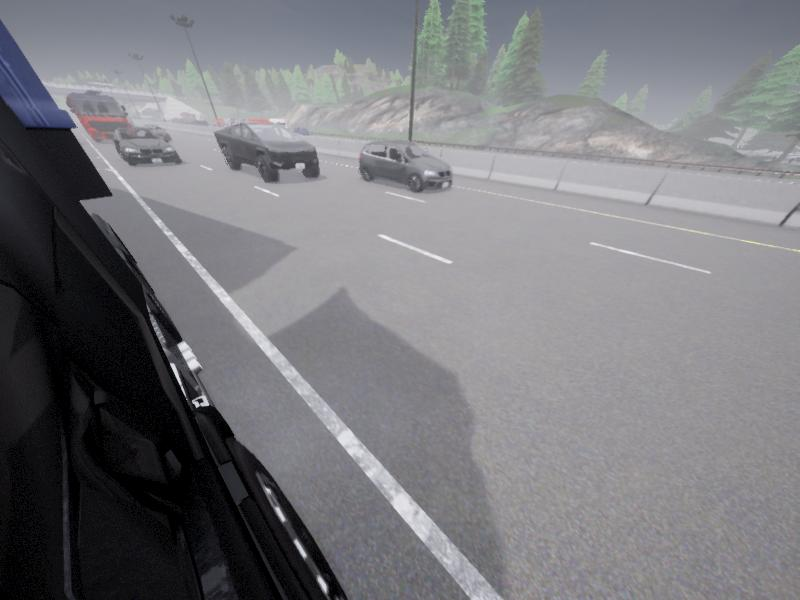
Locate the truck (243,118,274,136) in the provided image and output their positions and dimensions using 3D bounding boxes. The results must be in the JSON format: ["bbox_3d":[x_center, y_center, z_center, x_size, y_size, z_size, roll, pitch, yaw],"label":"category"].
[{"bbox_3d":[-26.797,-32.684,43.656,5.204,2.467,2.627,29,44,31],"label":"truck"}]

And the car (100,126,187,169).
[{"bbox_3d":[-14.413,-8.660,12.970,4.611,1.667,2.242,29,44,31],"label":"car"}]

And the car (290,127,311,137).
[{"bbox_3d":[-20.312,-34.259,46.963,4.193,1.474,1.816,29,44,31],"label":"car"}]

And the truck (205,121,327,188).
[{"bbox_3d":[-6.543,-7.245,11.185,6.274,2.098,2.390,29,44,31],"label":"truck"}]

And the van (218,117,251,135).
[{"bbox_3d":[-30.354,-31.855,42.371,6.366,2.431,2.351,29,44,31],"label":"van"}]

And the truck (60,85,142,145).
[{"bbox_3d":[-28.507,-17.397,22.011,8.468,3.827,2.891,29,44,31],"label":"truck"}]

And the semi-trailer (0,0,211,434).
[{"bbox_3d":[-9.353,-3.045,3.464,14.254,4.402,2.717,20,40,22],"label":"semi-trailer"}]

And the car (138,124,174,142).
[{"bbox_3d":[-26.817,-18.365,25.363,4.193,1.474,1.816,30,45,32],"label":"car"}]

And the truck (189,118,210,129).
[{"bbox_3d":[-54.423,-47.942,62.710,6.274,2.098,2.390,29,44,31],"label":"truck"}]

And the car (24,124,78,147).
[{"bbox_3d":[-28.356,-13.482,18.904,4.718,1.301,1.895,29,44,31],"label":"car"}]

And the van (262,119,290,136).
[{"bbox_3d":[-24.698,-34.346,45.935,5.915,2.561,1.988,29,44,31],"label":"van"}]

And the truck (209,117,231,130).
[{"bbox_3d":[-48.475,-47.576,62.261,5.204,2.467,2.627,29,44,31],"label":"truck"}]

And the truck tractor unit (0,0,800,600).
[{"bbox_3d":[-2.645,-0.295,0.351,6.516,4.208,3.053,28,44,30],"label":"truck tractor unit"}]

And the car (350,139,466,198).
[{"bbox_3d":[0.180,-6.120,10.433,4.611,1.667,2.242,29,44,31],"label":"car"}]
